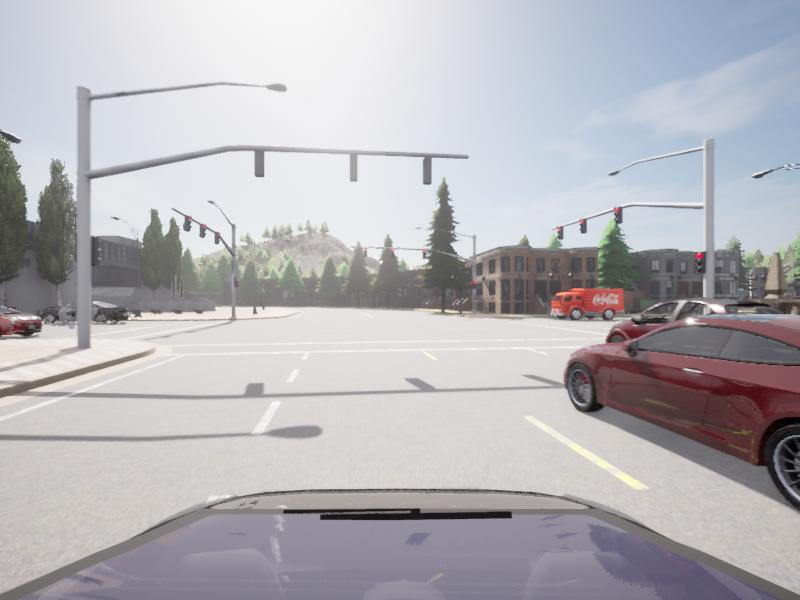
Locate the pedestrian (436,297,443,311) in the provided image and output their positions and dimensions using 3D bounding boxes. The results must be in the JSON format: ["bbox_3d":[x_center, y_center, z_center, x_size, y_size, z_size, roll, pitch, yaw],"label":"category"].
[{"bbox_3d":[5.194,0.508,52.170,0.751,1.860,0.751,0,0,-12],"label":"pedestrian"}]

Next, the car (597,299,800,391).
[{"bbox_3d":[6.557,0.792,9.098,1.851,1.617,3.988,0,0,-6],"label":"car"}]

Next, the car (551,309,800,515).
[{"bbox_3d":[3.676,0.872,4.291,1.812,1.442,4.674,0,0,-8],"label":"car"}]

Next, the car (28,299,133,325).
[{"bbox_3d":[-21.241,0.782,26.835,5.238,1.638,1.930,0,0,-9],"label":"car"}]

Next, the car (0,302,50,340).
[{"bbox_3d":[-17.811,0.836,16.669,4.514,1.525,2.007,0,0,-7],"label":"car"}]

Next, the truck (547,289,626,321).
[{"bbox_3d":[14.974,0.365,32.281,5.204,2.467,2.627,0,0,-9],"label":"truck"}]
